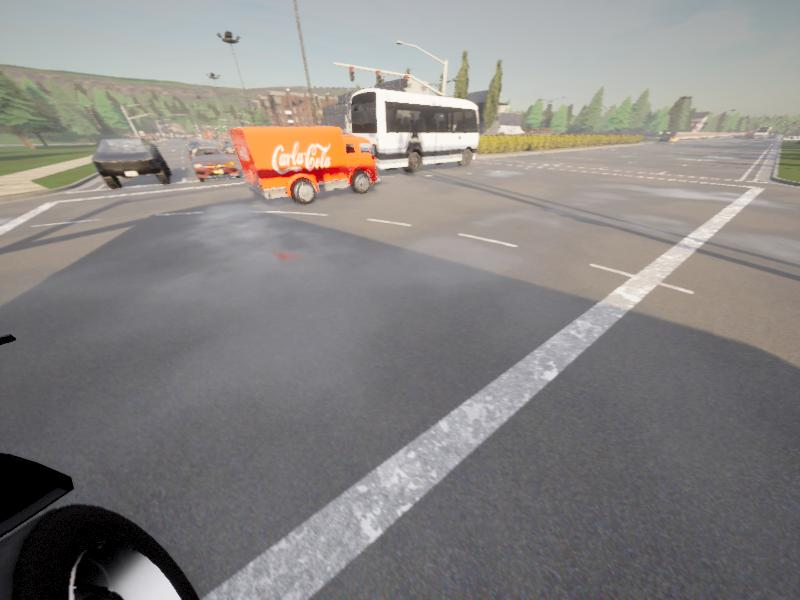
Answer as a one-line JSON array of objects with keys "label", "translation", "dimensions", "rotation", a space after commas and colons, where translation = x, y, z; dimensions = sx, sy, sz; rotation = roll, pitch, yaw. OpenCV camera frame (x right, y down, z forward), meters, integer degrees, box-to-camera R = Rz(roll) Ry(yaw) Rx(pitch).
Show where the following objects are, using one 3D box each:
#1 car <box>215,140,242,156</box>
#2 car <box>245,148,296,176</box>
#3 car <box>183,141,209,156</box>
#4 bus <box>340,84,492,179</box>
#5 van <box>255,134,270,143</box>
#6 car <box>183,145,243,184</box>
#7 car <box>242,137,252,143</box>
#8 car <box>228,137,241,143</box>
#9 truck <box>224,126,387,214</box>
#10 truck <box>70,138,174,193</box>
[{"label": "car", "translation": [-23.121, -20.547, 31.116], "dimensions": [2.033, 1.649, 4.856], "rotation": [-24, 42, -30]}, {"label": "car", "translation": [-9.521, -10.228, 16.931], "dimensions": [1.994, 1.385, 4.181], "rotation": [-25, 43, -31]}, {"label": "car", "translation": [-27.473, -20.452, 31.087], "dimensions": [2.038, 1.542, 4.974], "rotation": [-24, 42, -30]}, {"label": "bus", "translation": [1.545, -11.831, 16.641], "dimensions": [10.273, 4.253, 3.944], "rotation": [-27, 43, -32]}, {"label": "van", "translation": [-43.002, -50.522, 72.189], "dimensions": [2.351, 2.431, 6.366], "rotation": [-24, 42, -30]}, {"label": "car", "translation": [-11.859, -8.682, 14.575], "dimensions": [2.152, 1.651, 5.027], "rotation": [-24, 42, -30]}, {"label": "car", "translation": [-49.369, -51.585, 74.542], "dimensions": [1.812, 1.442, 4.674], "rotation": [-22, 41, -27]}, {"label": "car", "translation": [-52.024, -50.249, 72.573], "dimensions": [2.038, 1.542, 4.974], "rotation": [-25, 43, -30]}, {"label": "truck", "translation": [-3.460, -5.604, 9.540], "dimensions": [5.204, 2.467, 2.627], "rotation": [-27, 44, -32]}, {"label": "truck", "translation": [-14.921, -7.837, 13.009], "dimensions": [2.390, 2.098, 6.274], "rotation": [-24, 42, -30]}]
